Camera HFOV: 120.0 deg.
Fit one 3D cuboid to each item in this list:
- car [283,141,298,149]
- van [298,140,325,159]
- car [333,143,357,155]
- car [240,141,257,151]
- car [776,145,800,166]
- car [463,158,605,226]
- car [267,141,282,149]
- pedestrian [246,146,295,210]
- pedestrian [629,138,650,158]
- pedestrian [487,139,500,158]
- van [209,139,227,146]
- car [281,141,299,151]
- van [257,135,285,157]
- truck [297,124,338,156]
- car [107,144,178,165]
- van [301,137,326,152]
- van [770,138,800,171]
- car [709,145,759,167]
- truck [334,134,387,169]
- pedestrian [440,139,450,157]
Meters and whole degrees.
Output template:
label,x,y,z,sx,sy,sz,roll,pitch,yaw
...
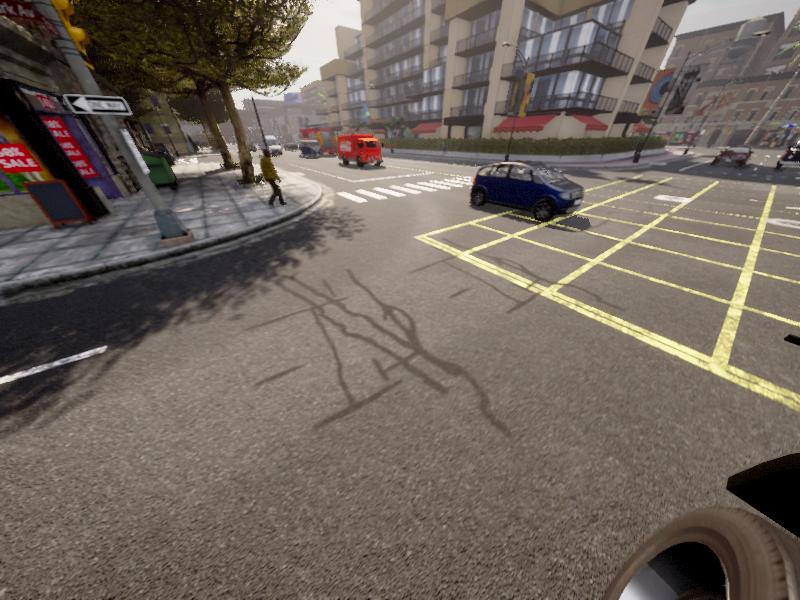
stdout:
label,x,y,z,sx,sy,sz,roll,pitch,yaw
car,-28.102,-39.796,59.177,1.930,1.638,5.238,-23,41,-29
van,-12.115,-20.579,31.474,1.775,1.987,4.442,-23,42,-29
car,-9.025,-24.799,37.839,2.007,1.525,4.514,-23,41,-29
car,-32.731,-33.237,49.784,2.097,1.767,4.553,-23,41,-29
car,37.142,-13.467,21.443,4.674,1.442,1.812,-23,41,-28
car,4.407,-4.033,8.247,1.789,1.549,3.705,-23,41,-29
car,-31.742,-39.194,58.438,1.801,1.575,5.366,-23,41,-29
pedestrian,-4.446,-4.242,8.044,0.751,1.860,0.751,27,43,33
pedestrian,26.897,-17.054,25.951,0.751,1.860,0.751,-25,42,-30
pedestrian,11.337,-18.388,27.975,0.751,1.860,0.751,-25,42,-31
van,-62.606,-54.159,79.503,4.480,2.038,2.069,-23,41,-28
car,-23.511,-32.783,49.189,1.930,1.638,5.238,-23,41,-29
van,-19.465,-23.148,34.706,1.988,2.561,5.915,-23,41,-29
truck,-13.381,-25.737,37.211,2.891,3.827,8.468,-23,41,-29
car,-27.630,-15.846,25.065,4.553,1.767,2.097,-21,40,-26
van,-17.763,-32.014,47.366,2.351,2.431,6.366,-23,41,-29
van,31.901,-11.503,18.185,4.480,2.038,2.069,-23,41,-29
car,30.346,-13.097,20.976,4.674,1.442,1.812,-23,41,-28
truck,-3.787,-14.245,22.007,2.627,2.467,5.204,-23,41,-29
pedestrian,5.625,-19.122,29.066,0.751,1.860,0.751,-18,39,-23
